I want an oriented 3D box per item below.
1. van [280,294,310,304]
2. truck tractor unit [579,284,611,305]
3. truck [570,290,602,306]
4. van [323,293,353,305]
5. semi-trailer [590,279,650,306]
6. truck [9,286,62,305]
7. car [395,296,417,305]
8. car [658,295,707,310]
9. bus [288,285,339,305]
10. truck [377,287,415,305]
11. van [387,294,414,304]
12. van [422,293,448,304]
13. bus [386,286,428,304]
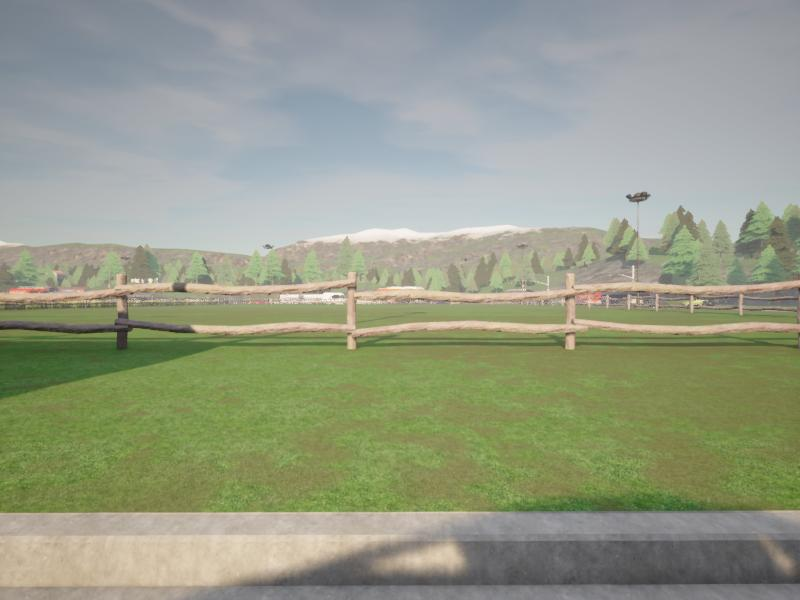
[{"bbox_3d":[-24.098,-0.222,91.785,6.366,2.431,2.351,0,0,-1],"label":"van"},{"bbox_3d":[39.778,-1.111,81.736,3.053,4.208,6.516,0,0,-4],"label":"truck tractor unit"},{"bbox_3d":[29.844,-0.246,64.417,2.627,2.467,5.204,0,0,1],"label":"truck"},{"bbox_3d":[-13.113,-0.277,84.894,5.915,2.561,1.988,0,0,-1],"label":"van"},{"bbox_3d":[40.139,-1.219,73.827,2.717,4.402,14.254,0,0,-2],"label":"semi-trailer"},{"bbox_3d":[-76.700,-0.925,84.247,8.468,3.827,2.891,0,0,-1],"label":"truck"},{"bbox_3d":[1.325,0.048,85.045,4.605,1.855,1.932,1,0,-1],"label":"car"},{"bbox_3d":[29.826,0.228,42.482,2.007,1.525,4.514,0,0,0],"label":"car"},{"bbox_3d":[-18.997,-1.134,88.460,10.273,4.253,3.944,0,0,-1],"label":"bus"},{"bbox_3d":[-0.887,-0.923,88.518,8.468,3.827,2.891,0,0,-1],"label":"truck"},{"bbox_3d":[0.214,-0.222,95.533,6.366,2.431,2.351,0,0,-1],"label":"van"},{"bbox_3d":[8.074,-0.278,92.113,5.915,2.561,1.988,0,0,0],"label":"van"},{"bbox_3d":[1.659,-1.131,99.169,10.273,4.253,3.944,0,0,-1],"label":"bus"}]
